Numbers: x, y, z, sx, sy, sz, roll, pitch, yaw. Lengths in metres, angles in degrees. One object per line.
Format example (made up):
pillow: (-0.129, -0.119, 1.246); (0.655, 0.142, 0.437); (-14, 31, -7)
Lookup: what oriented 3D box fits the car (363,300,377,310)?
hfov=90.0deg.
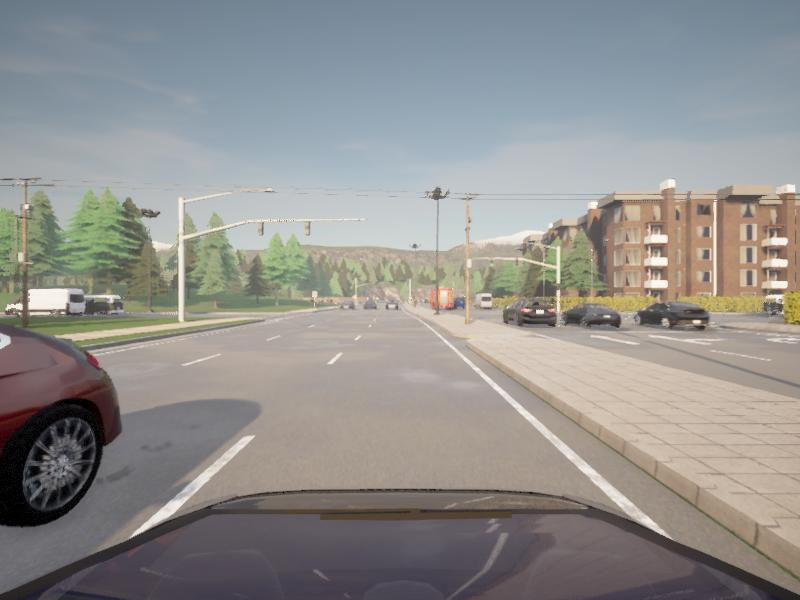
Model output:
car: (-4.787, 0.796, 64.279); (2.038, 1.542, 4.974); (0, 0, -1)

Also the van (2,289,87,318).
van: (-31.695, 0.305, 35.770); (5.915, 2.561, 1.988); (0, 0, 1)

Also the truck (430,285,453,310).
truck: (6.748, -0.352, 65.878); (2.891, 3.827, 8.468); (0, 0, 0)

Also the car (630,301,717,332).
car: (15.169, 0.834, 22.589); (1.837, 1.490, 4.892); (0, 0, 5)

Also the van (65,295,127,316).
van: (-29.768, 0.553, 39.244); (4.480, 2.038, 2.069); (0, 0, 1)

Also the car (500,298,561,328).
car: (7.899, 0.744, 24.794); (2.242, 1.667, 4.611); (0, 0, -1)

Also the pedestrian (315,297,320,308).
pedestrian: (-13.490, 0.442, 65.625); (0.751, 1.860, 0.751); (0, 0, -2)

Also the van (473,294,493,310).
van: (13.743, 0.291, 66.401); (1.988, 2.561, 5.915); (0, 0, 0)

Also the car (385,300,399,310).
car: (-1.255, 0.748, 63.902); (2.033, 1.649, 4.856); (0, 0, 0)

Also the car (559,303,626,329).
car: (11.419, 0.895, 24.134); (1.994, 1.385, 4.181); (0, 0, -1)

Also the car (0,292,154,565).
car: (-3.498, 0.779, 1.416); (2.152, 1.651, 5.027); (0, 0, 0)

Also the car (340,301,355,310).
car: (-8.252, 0.840, 63.414); (1.812, 1.442, 4.674); (0, 0, -1)

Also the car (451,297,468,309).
car: (10.231, 0.536, 68.857); (2.150, 2.045, 5.566); (0, 0, 0)
